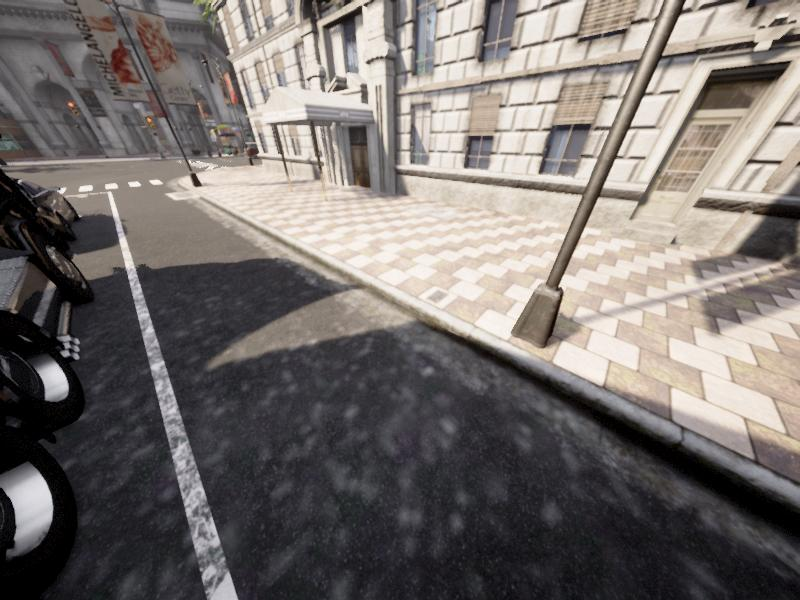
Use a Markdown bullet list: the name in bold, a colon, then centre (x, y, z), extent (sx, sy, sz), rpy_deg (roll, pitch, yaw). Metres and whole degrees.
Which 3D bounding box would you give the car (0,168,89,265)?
- **car**: centre (-10.633, -2.446, 6.253), extent (4.902, 1.511, 2.128), rpy_deg (28, 44, 34)

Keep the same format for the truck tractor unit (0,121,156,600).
- **truck tractor unit**: centre (-4.852, -0.500, 1.074), extent (6.516, 4.208, 3.053), rpy_deg (28, 44, 34)
